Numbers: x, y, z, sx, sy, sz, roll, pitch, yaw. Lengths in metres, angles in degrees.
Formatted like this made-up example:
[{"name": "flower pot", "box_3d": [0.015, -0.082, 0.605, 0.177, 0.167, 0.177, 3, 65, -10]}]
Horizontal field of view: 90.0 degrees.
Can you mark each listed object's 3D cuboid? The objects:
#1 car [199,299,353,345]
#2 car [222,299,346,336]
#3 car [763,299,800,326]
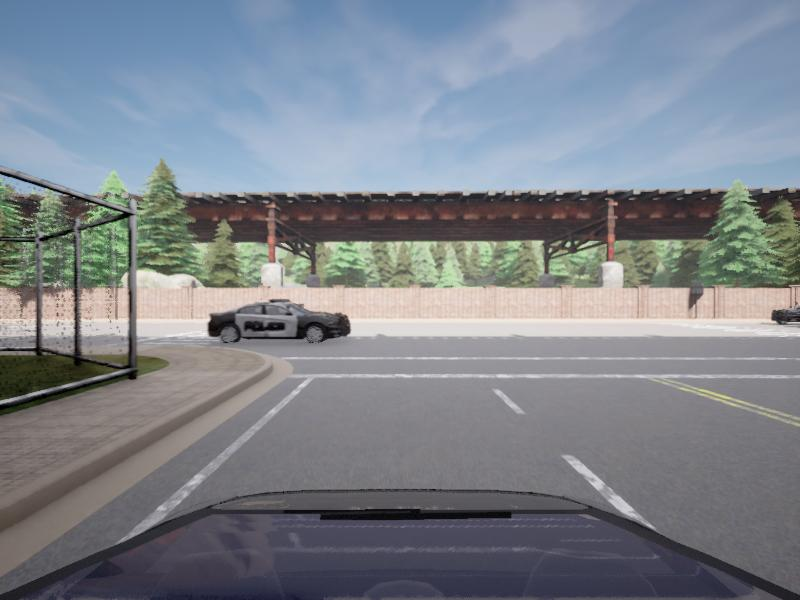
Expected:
[{"name": "car", "box_3d": [-4.539, 0.774, 15.214, 5.238, 1.638, 1.930, 0, 0, 0]}, {"name": "car", "box_3d": [-5.295, 0.775, 18.716, 5.238, 1.638, 1.930, 0, 0, 0]}, {"name": "car", "box_3d": [26.574, 0.777, 25.393, 5.238, 1.638, 1.930, 0, 0, 1]}]
